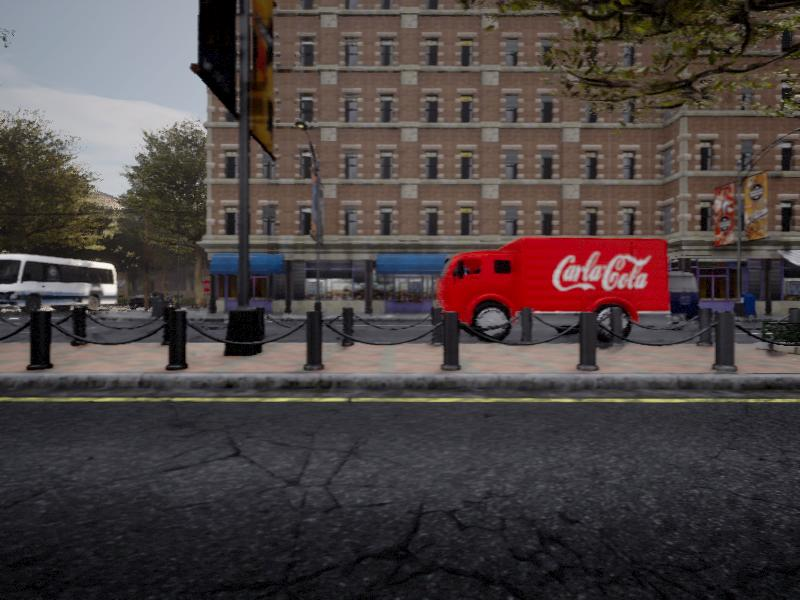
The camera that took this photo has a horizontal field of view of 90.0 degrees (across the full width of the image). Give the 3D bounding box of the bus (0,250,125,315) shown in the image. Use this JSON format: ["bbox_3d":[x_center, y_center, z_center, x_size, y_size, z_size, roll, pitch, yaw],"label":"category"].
[{"bbox_3d":[-27.031,-1.186,31.334,3.944,4.253,10.273,0,0,-1],"label":"bus"}]

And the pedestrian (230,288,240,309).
[{"bbox_3d":[-14.486,-0.141,35.095,0.751,1.860,0.751,0,0,-16],"label":"pedestrian"}]

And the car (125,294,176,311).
[{"bbox_3d":[-23.764,0.202,38.344,1.837,1.490,4.892,0,0,-1],"label":"car"}]

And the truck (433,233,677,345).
[{"bbox_3d":[3.557,-0.236,10.198,5.204,2.467,2.627,0,0,0],"label":"truck"}]

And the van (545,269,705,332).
[{"bbox_3d":[7.519,0.012,13.692,4.442,1.987,1.775,0,0,0],"label":"van"}]
